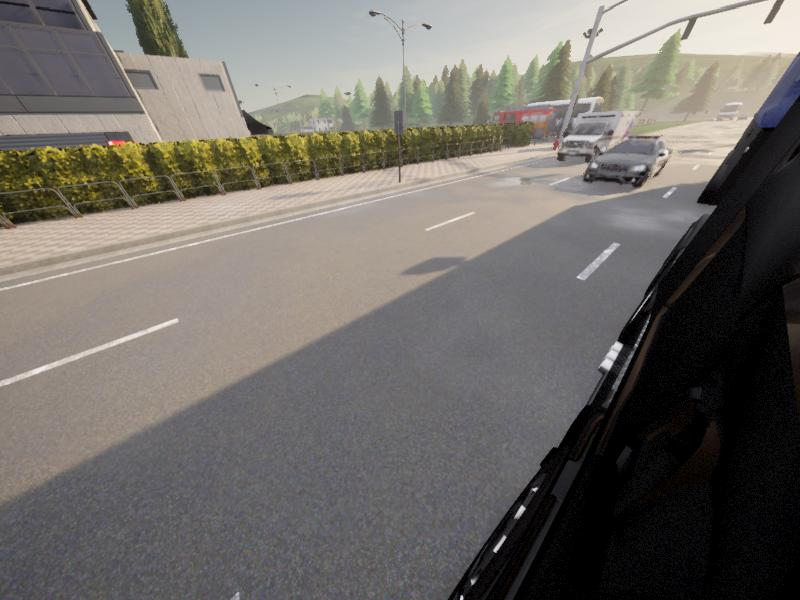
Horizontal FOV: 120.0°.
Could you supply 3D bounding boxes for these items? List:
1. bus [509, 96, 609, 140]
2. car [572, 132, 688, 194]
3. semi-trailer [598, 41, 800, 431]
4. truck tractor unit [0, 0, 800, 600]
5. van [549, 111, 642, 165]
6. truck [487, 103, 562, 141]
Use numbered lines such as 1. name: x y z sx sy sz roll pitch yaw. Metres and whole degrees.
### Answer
1. bus: 21.828 -25.555 32.843 3.944 4.253 10.273 -27 43 -29
2. car: 9.540 -5.819 9.533 4.974 1.542 2.038 -28 44 -30
3. semi-trailer: 8.692 -3.611 4.232 14.254 4.402 2.717 -28 44 -30
4. truck tractor unit: 2.645 -0.295 0.351 6.516 4.208 3.053 -28 44 -30
5. van: 12.748 -10.636 15.018 6.366 2.431 2.351 -28 44 -30
6. truck: 17.365 -25.343 33.195 2.891 3.827 8.468 -27 43 -29
